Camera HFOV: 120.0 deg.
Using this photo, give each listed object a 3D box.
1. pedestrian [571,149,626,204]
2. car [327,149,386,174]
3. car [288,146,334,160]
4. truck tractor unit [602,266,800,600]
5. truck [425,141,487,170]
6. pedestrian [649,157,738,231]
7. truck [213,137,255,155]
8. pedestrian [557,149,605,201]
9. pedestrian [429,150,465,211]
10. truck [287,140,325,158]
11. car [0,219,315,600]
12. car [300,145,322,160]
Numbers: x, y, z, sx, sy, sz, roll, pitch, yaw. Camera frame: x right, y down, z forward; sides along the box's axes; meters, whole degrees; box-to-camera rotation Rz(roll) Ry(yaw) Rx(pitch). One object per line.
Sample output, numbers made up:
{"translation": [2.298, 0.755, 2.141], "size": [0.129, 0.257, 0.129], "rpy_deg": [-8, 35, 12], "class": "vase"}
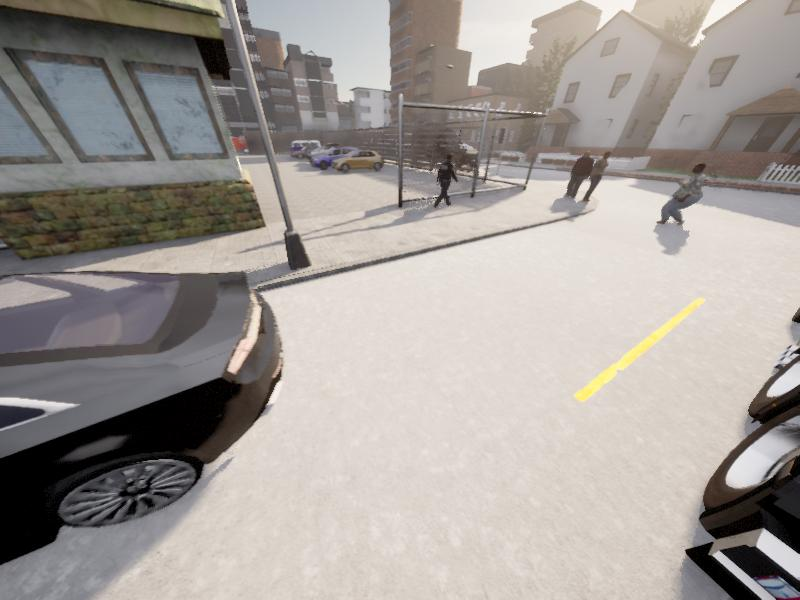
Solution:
{"translation": [7.954, -4.968, 9.341], "size": [0.751, 1.860, 0.751], "rpy_deg": [-5, 35, -8], "class": "pedestrian"}
{"translation": [-3.450, -11.257, 18.682], "size": [4.193, 1.474, 1.816], "rpy_deg": [-18, 39, -24], "class": "car"}
{"translation": [-11.888, -19.842, 31.050], "size": [5.357, 1.415, 2.033], "rpy_deg": [-18, 39, -24], "class": "car"}
{"translation": [5.112, -0.301, 0.774], "size": [6.516, 4.208, 3.053], "rpy_deg": [-18, 39, -24], "class": "truck tractor unit"}
{"translation": [5.338, -14.688, 23.294], "size": [2.390, 2.098, 6.274], "rpy_deg": [-18, 39, -24], "class": "truck"}
{"translation": [8.630, -3.168, 6.941], "size": [0.751, 1.860, 0.751], "rpy_deg": [19, 39, 25], "class": "pedestrian"}
{"translation": [-28.460, -26.655, 39.906], "size": [5.204, 2.467, 2.627], "rpy_deg": [-18, 39, -24], "class": "truck"}
{"translation": [7.623, -5.289, 9.800], "size": [0.751, 1.860, 0.751], "rpy_deg": [-18, 39, -25], "class": "pedestrian"}
{"translation": [1.653, -4.334, 8.383], "size": [0.751, 1.860, 0.751], "rpy_deg": [-20, 40, -26], "class": "pedestrian"}
{"translation": [-13.686, -22.122, 33.766], "size": [4.478, 2.038, 2.069], "rpy_deg": [-18, 39, -24], "class": "truck"}
{"translation": [-3.405, 0.886, 1.379], "size": [4.902, 1.511, 2.128], "rpy_deg": [-18, 39, -24], "class": "car"}
{"translation": [-11.916, -19.743, 30.782], "size": [1.789, 1.547, 3.705], "rpy_deg": [-18, 39, -24], "class": "car"}
